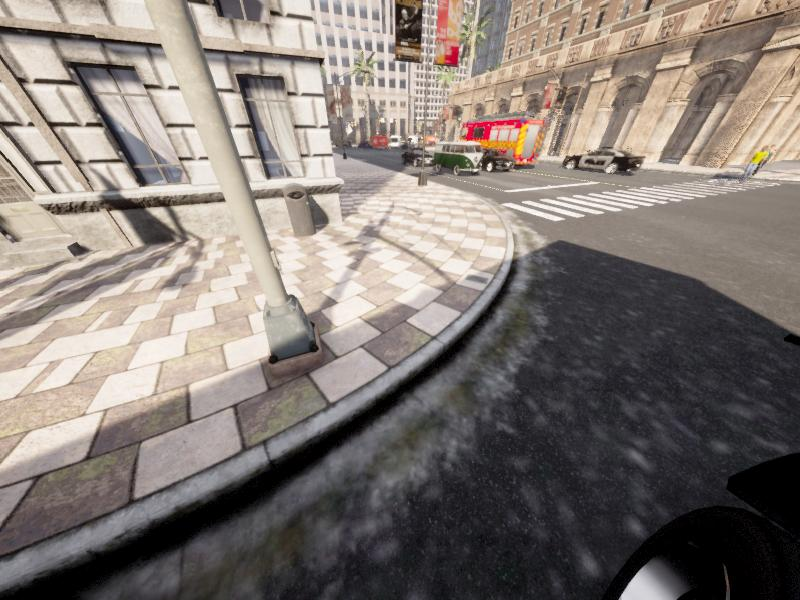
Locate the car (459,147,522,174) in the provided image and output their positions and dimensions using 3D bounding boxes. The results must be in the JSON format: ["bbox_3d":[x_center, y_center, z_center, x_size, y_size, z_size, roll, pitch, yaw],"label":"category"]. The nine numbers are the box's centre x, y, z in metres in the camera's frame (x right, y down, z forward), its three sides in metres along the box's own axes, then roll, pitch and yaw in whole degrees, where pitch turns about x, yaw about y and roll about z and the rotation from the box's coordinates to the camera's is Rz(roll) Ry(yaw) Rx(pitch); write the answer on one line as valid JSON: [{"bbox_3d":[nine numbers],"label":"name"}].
[{"bbox_3d":[7.130,-11.494,18.879,1.837,1.490,4.892,-14,37,-18],"label":"car"}]

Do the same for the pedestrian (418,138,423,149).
[{"bbox_3d":[4.484,-34.465,50.867,0.751,1.860,0.751,-23,41,-28],"label":"pedestrian"}]

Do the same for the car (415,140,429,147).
[{"bbox_3d":[6.211,-44.314,65.391,3.633,1.501,1.845,-13,37,-18],"label":"car"}]

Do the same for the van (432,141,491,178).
[{"bbox_3d":[4.258,-10.413,16.937,1.775,1.987,4.442,-14,37,-18],"label":"van"}]

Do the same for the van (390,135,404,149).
[{"bbox_3d":[-0.594,-36.899,54.034,1.988,2.561,5.915,6,36,9],"label":"van"}]

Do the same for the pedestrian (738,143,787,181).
[{"bbox_3d":[21.694,-8.281,13.863,0.751,1.860,0.751,-24,42,-30],"label":"pedestrian"}]

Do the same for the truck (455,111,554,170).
[{"bbox_3d":[9.047,-15.034,21.867,2.891,3.827,8.468,-14,37,-18],"label":"truck"}]

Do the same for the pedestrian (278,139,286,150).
[{"bbox_3d":[-24.229,-31.895,47.410,0.751,1.860,0.751,24,42,30],"label":"pedestrian"}]

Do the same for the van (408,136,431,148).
[{"bbox_3d":[5.204,-42.217,61.542,5.915,2.561,1.988,-18,39,-23],"label":"van"}]

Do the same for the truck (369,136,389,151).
[{"bbox_3d":[-4.556,-33.526,49.374,2.627,2.467,5.204,-14,38,-19],"label":"truck"}]

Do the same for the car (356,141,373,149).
[{"bbox_3d":[-8.570,-37.433,55.759,1.851,1.617,3.988,-29,44,-34],"label":"car"}]

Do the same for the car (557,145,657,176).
[{"bbox_3d":[15.312,-10.750,17.642,1.930,1.638,5.238,-14,37,-18],"label":"car"}]

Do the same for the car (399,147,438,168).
[{"bbox_3d":[1.623,-13.832,22.276,1.812,1.442,4.674,-14,37,-18],"label":"car"}]

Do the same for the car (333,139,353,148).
[{"bbox_3d":[-14.773,-40.510,59.865,4.605,1.855,1.932,17,39,23],"label":"car"}]

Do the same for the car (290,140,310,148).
[{"bbox_3d":[-26.324,-41.060,60.798,4.553,1.767,2.097,-12,37,-16],"label":"car"}]

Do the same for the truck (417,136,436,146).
[{"bbox_3d":[8.303,-49.523,71.986,5.204,2.467,2.627,-13,37,-18],"label":"truck"}]

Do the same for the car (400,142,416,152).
[{"bbox_3d":[1.457,-30.135,45.337,1.845,1.501,3.633,-13,37,-18],"label":"car"}]

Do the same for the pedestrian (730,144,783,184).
[{"bbox_3d":[19.711,-7.549,12.838,0.751,1.860,0.751,-29,44,-35],"label":"pedestrian"}]
